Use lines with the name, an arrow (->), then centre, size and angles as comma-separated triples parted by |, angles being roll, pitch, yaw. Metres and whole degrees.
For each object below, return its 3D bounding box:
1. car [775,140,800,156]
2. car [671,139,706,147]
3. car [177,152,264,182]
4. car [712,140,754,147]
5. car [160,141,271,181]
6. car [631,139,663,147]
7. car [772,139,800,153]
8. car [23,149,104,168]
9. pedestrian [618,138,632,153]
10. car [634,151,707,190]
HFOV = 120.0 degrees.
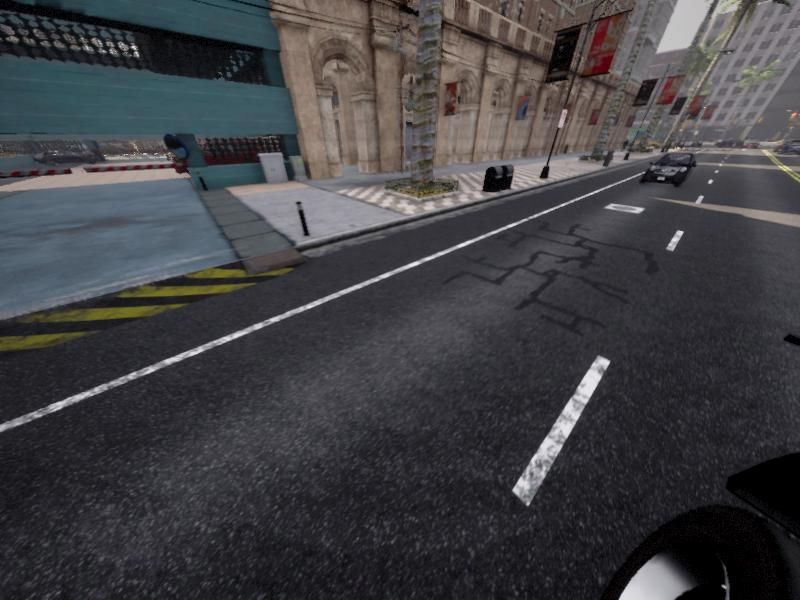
car -> 54.082, -20.928, 31.669 | 4.856, 1.649, 2.033 | -26, 42, -31
car -> 68.969, -37.551, 55.370 | 2.038, 1.542, 4.974 | -30, 44, -35
car -> -12.752, -9.696, 16.679 | 4.514, 1.523, 2.007 | -26, 42, -32
car -> 76.194, -35.867, 52.945 | 5.357, 1.411, 2.033 | 8, 36, 12
car -> -12.800, -9.996, 16.425 | 5.566, 2.045, 2.435 | -26, 42, -32
car -> 63.940, -40.649, 59.864 | 1.801, 1.575, 5.366 | -26, 42, -31
car -> 59.367, -23.464, 35.183 | 4.611, 1.667, 2.242 | -26, 42, -31
car -> -38.663, -16.502, 26.824 | 4.902, 1.511, 2.128 | -26, 42, -32
pedestrian -> 35.576, -24.414, 36.487 | 0.751, 1.860, 0.751 | -26, 42, -32
car -> 15.126, -7.331, 12.907 | 3.633, 1.501, 1.845 | -26, 42, -32
